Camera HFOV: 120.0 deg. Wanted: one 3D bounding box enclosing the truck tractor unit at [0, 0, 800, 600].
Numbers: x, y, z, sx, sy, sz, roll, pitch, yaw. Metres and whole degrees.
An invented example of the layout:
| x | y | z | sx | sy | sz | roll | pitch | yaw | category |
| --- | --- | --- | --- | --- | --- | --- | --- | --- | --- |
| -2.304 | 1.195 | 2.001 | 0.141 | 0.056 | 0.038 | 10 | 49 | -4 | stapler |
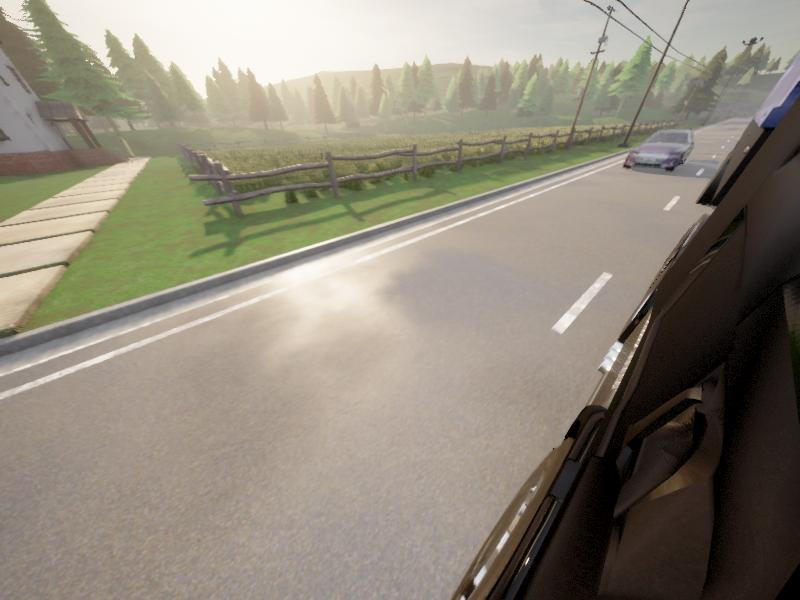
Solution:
| x | y | z | sx | sy | sz | roll | pitch | yaw | category |
| --- | --- | --- | --- | --- | --- | --- | --- | --- | --- |
| 2.645 | -0.295 | 0.351 | 6.516 | 4.208 | 3.053 | -28 | 44 | -30 | truck tractor unit |

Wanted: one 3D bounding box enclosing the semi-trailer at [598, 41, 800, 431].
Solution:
| x | y | z | sx | sy | sz | roll | pitch | yaw | category |
| --- | --- | --- | --- | --- | --- | --- | --- | --- | --- |
| 8.691 | -3.605 | 4.242 | 14.254 | 4.402 | 2.717 | -28 | 44 | -30 | semi-trailer |

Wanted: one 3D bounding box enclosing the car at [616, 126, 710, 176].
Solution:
| x | y | z | sx | sy | sz | roll | pitch | yaw | category |
| --- | --- | --- | --- | --- | --- | --- | --- | --- | --- |
| 13.339 | -7.655 | 11.700 | 4.856 | 1.649 | 2.033 | -28 | 44 | -30 | car |
